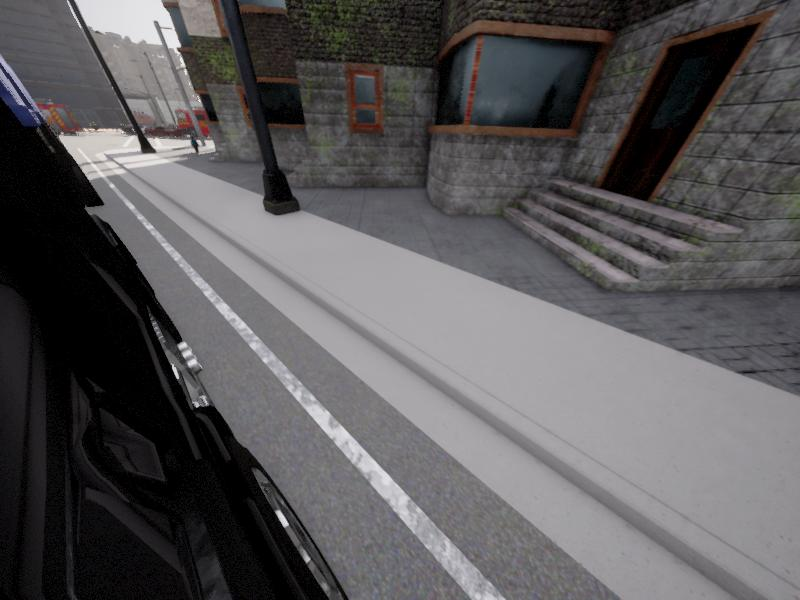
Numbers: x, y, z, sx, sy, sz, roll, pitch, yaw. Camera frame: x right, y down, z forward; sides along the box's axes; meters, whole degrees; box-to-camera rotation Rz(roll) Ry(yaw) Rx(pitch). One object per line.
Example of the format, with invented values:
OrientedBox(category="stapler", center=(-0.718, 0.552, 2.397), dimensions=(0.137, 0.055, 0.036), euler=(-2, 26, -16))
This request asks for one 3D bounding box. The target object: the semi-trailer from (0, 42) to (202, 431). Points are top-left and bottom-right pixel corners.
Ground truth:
OrientedBox(category="semi-trailer", center=(-8.708, -3.573, 4.255), dimensions=(14.254, 4.402, 2.717), euler=(28, 44, 30))

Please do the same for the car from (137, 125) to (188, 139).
OrientedBox(category="car", center=(-33.802, -24.032, 33.059), dimensions=(4.674, 1.442, 1.812), euler=(-4, 37, -8))

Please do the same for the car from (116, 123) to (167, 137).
OrientedBox(category="car", center=(-39.966, -26.372, 35.833), dimensions=(4.974, 1.542, 2.038), euler=(2, 36, 0))

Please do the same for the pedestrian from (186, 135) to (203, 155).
OrientedBox(category="pedestrian", center=(-14.428, -10.880, 16.236), dimensions=(0.500, 1.100, 0.500), euler=(-16, 40, -23))

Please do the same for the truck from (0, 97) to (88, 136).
OrientedBox(category="truck", center=(-49.713, -24.719, 31.194), dimensions=(8.468, 3.827, 2.891), euler=(-2, 37, -5))

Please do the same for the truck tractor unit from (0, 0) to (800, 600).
OrientedBox(category="truck tractor unit", center=(-2.645, -0.295, 0.351), dimensions=(6.516, 4.208, 3.053), euler=(28, 44, 30))

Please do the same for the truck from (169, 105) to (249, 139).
OrientedBox(category="truck", center=(-29.117, -27.379, 35.778), dimensions=(8.468, 3.827, 2.891), euler=(-2, 37, -5))

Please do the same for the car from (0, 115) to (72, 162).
OrientedBox(category="car", center=(-22.689, -9.960, 14.142), dimensions=(5.566, 2.045, 2.150), euler=(28, 44, 30))
